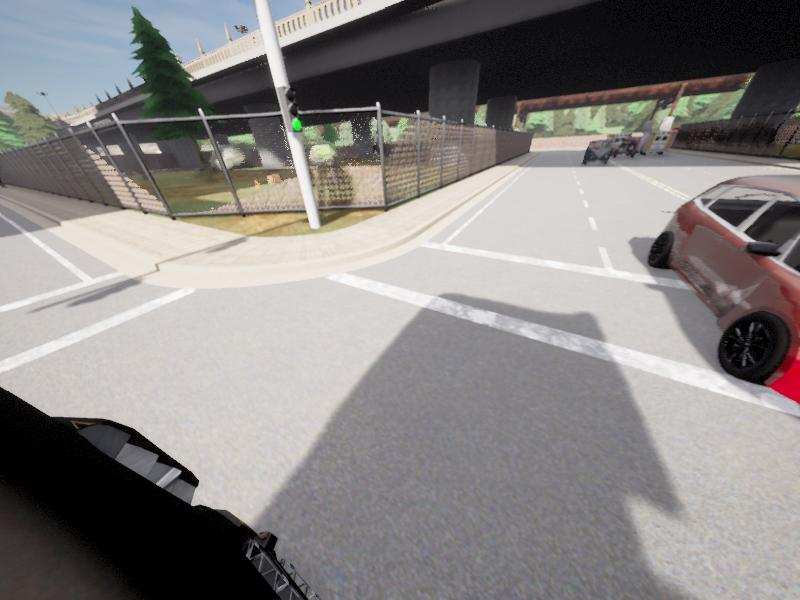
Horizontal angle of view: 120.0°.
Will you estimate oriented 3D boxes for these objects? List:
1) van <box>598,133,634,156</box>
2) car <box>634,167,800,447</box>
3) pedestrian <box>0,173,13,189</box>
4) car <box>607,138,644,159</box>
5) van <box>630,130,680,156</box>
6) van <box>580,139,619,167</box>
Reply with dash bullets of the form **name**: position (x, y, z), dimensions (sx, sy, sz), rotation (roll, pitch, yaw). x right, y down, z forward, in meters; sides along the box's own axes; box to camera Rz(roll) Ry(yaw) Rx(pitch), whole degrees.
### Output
- **van**: position (30.592, -22.264, 33.008), dimensions (2.351, 2.431, 6.366), rotation (16, 38, 26)
- **car**: position (5.165, -0.411, 2.703), dimensions (2.242, 1.667, 4.611), rotation (16, 37, 26)
- **pedestrian**: position (-45.247, -13.629, 25.990), dimensions (0.751, 1.860, 0.751), rotation (-29, 41, -33)
- **car**: position (26.591, -18.024, 27.423), dimensions (1.932, 1.855, 4.605), rotation (16, 38, 26)
- **van**: position (32.312, -20.096, 29.604), dimensions (2.351, 2.431, 6.366), rotation (16, 38, 26)
- **van**: position (18.281, -13.650, 21.377), dimensions (1.775, 1.987, 4.442), rotation (16, 38, 26)
